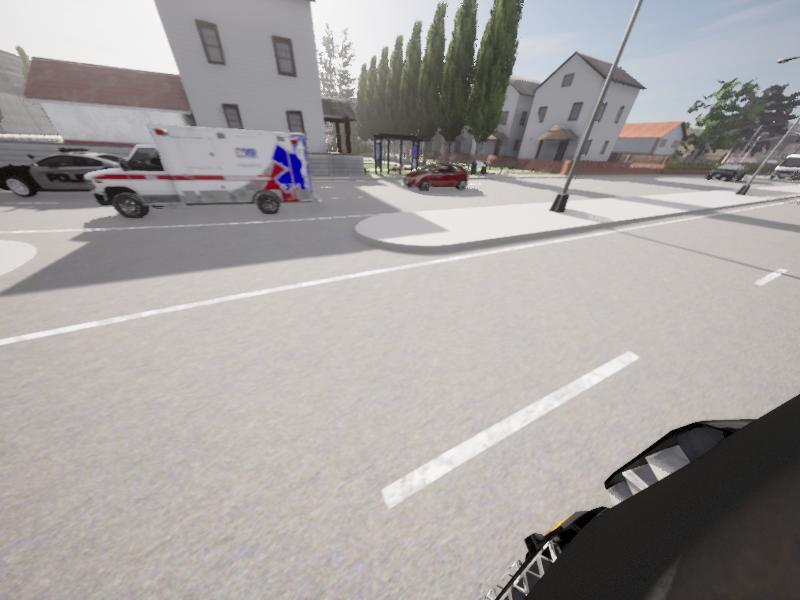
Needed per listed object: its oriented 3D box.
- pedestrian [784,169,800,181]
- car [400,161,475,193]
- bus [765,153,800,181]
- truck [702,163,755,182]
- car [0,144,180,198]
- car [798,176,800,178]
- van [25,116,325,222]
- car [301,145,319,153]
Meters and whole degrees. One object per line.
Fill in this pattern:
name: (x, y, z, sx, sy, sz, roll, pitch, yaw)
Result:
pedestrian: (70.110, -22.295, 41.190, 0.751, 1.860, 0.751, -9, 35, -18)
car: (2.315, -7.785, 14.560, 4.193, 1.474, 1.816, -13, 37, -22)
bus: (79.060, -26.338, 45.839, 10.273, 4.253, 3.944, -13, 37, -22)
truck: (47.228, -18.271, 33.219, 6.274, 2.098, 2.390, -13, 37, -22)
car: (-12.957, -5.243, 9.419, 5.238, 1.638, 1.930, -6, 34, -13)
car: (94.940, -28.848, 53.427, 4.181, 1.385, 1.994, -13, 37, -22)
van: (-6.168, -4.389, 7.929, 6.366, 2.431, 2.351, -10, 36, -18)
car: (-24.538, -41.308, 63.037, 4.974, 1.542, 2.038, 24, 39, 29)
